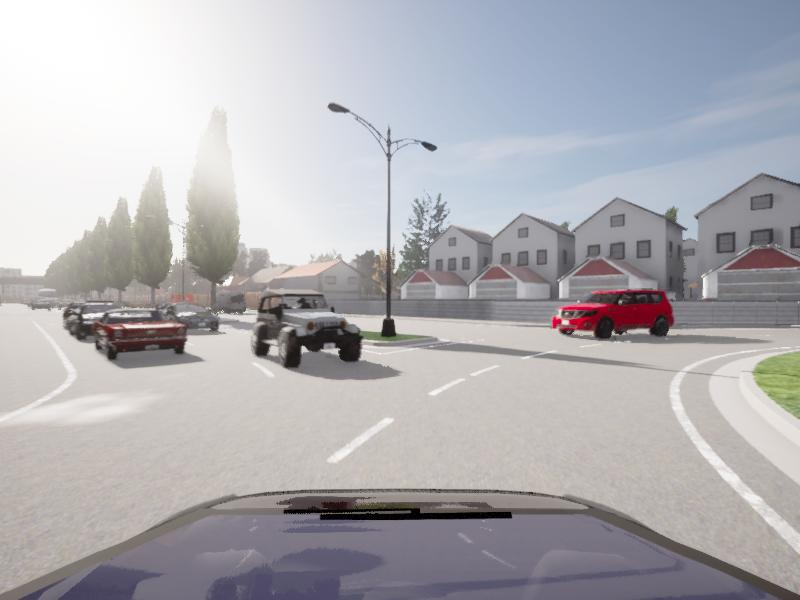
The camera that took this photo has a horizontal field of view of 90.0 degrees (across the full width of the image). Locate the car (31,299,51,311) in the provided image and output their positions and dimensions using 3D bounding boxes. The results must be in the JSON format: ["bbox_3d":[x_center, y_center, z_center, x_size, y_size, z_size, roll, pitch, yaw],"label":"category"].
[{"bbox_3d":[-50.414,0.615,56.119,1.930,1.638,5.238,0,0,-44],"label":"car"}]

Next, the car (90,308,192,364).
[{"bbox_3d":[-8.106,0.939,12.306,1.895,1.301,4.718,0,0,-42],"label":"car"}]

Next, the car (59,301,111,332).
[{"bbox_3d":[-17.262,0.816,21.855,1.845,1.501,3.633,0,0,-44],"label":"car"}]

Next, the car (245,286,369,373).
[{"bbox_3d":[-2.661,0.645,10.765,1.905,1.878,3.866,0,0,-35],"label":"car"}]

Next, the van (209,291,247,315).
[{"bbox_3d":[-19.935,0.310,46.196,1.988,2.561,5.915,0,0,-44],"label":"van"}]

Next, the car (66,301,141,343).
[{"bbox_3d":[-13.042,0.819,17.450,2.038,1.542,4.974,0,0,-44],"label":"car"}]

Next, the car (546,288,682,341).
[{"bbox_3d":[9.308,0.573,17.386,5.566,2.045,2.150,0,0,-23],"label":"car"}]

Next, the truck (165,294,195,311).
[{"bbox_3d":[-32.567,0.337,59.245,2.627,2.467,5.204,0,0,-44],"label":"truck"}]

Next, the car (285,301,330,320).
[{"bbox_3d":[-7.828,0.849,33.692,1.816,1.474,4.193,0,0,-44],"label":"car"}]

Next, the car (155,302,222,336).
[{"bbox_3d":[-10.703,0.864,20.078,1.812,1.442,4.674,0,0,-44],"label":"car"}]
